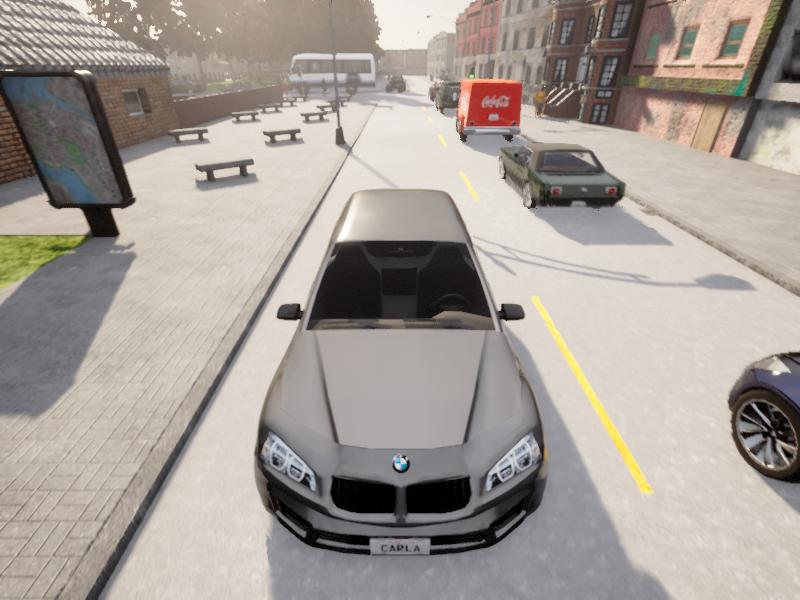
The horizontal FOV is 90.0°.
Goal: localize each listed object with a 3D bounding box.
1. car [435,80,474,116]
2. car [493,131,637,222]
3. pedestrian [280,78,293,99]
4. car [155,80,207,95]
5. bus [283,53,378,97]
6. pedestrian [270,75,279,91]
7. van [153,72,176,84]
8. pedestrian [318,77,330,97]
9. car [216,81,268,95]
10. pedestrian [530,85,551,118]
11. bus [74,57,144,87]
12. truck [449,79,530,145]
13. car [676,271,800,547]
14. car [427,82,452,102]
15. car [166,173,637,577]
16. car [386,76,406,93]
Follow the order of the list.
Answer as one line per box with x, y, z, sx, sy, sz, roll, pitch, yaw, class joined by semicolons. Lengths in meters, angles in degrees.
3.985;-15.421;30.331;2.150;2.045;5.566;0;31;0;car
3.995;-3.499;10.694;1.895;1.301;4.718;0;30;0;car
-11.401;-21.256;40.203;0.751;1.860;0.751;18;35;28;pedestrian
-26.429;-25.697;48.377;5.008;1.535;1.882;0;30;0;car
-8.040;-26.472;47.022;10.273;4.253;3.944;-5;31;-9;bus
-16.527;-28.610;52.786;0.751;1.860;0.751;0;30;0;pedestrian
-45.353;-42.816;77.178;1.775;1.987;4.442;0;30;-1;van
-8.196;-22.972;43.215;0.751;1.860;0.751;19;35;29;pedestrian
-19.003;-25.607;48.368;5.357;1.411;2.033;0;30;1;car
8.953;-12.679;25.572;0.751;1.860;0.751;0;30;0;pedestrian
-49.274;-39.035;68.475;3.944;4.253;10.273;0;30;0;bus
4.004;-9.169;19.210;2.627;2.467;5.204;0;30;0;truck
4.002;1.606;1.787;2.163;1.488;4.792;0;30;0;car
3.958;-21.139;40.612;2.007;1.525;4.514;0;30;0;car
0.008;0.016;4.315;2.242;1.667;4.611;0;30;0;car
-0.540;-28.394;52.647;1.905;1.878;3.866;5;31;9;car
